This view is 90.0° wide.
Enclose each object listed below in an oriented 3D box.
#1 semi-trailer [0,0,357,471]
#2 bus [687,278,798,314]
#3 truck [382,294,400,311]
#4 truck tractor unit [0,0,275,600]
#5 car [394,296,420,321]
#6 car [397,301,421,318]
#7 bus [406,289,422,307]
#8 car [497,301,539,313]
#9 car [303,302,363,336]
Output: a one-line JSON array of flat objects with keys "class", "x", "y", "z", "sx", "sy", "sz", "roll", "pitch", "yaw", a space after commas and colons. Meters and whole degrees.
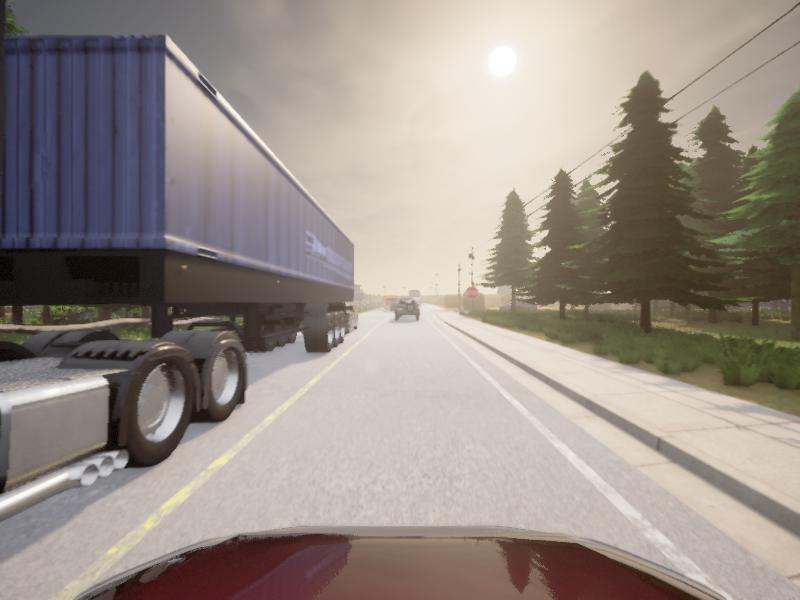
[{"class": "semi-trailer", "x": -3.400, "y": -0.614, "z": 10.885, "sx": 2.717, "sy": 4.402, "sz": 14.254, "roll": 0, "pitch": 0, "yaw": 1}, {"class": "bus", "x": 42.163, "y": -0.488, "z": 49.560, "sx": 10.273, "sy": 4.253, "sz": 3.944, "roll": 0, "pitch": 0, "yaw": 0}, {"class": "truck", "x": -1.404, "y": 0.341, "z": 66.163, "sx": 2.627, "sy": 2.467, "sz": 5.204, "roll": 0, "pitch": 2, "yaw": 3}, {"class": "truck tractor unit", "x": -3.528, "y": -0.514, "z": 2.973, "sx": 3.053, "sy": 4.208, "sz": 6.516, "roll": 0, "pitch": 0, "yaw": 1}, {"class": "car", "x": 0.594, "y": 0.655, "z": 32.211, "sx": 1.932, "sy": 1.855, "sz": 4.605, "roll": 0, "pitch": 0, "yaw": 2}, {"class": "car", "x": 0.921, "y": 0.833, "z": 38.740, "sx": 2.007, "sy": 1.525, "sz": 4.514, "roll": 0, "pitch": 0, "yaw": 5}, {"class": "bus", "x": 3.615, "y": -0.514, "z": 101.967, "sx": 3.944, "sy": 4.253, "sz": 10.273, "roll": 0, "pitch": 0, "yaw": 3}, {"class": "car", "x": 15.508, "y": 0.881, "z": 52.860, "sx": 4.902, "sy": 1.511, "sz": 2.128, "roll": 0, "pitch": 0, "yaw": 0}, {"class": "car", "x": -3.218, "y": 0.851, "z": 20.322, "sx": 2.128, "sy": 1.511, "sz": 4.902, "roll": 0, "pitch": 0, "yaw": 1}]
